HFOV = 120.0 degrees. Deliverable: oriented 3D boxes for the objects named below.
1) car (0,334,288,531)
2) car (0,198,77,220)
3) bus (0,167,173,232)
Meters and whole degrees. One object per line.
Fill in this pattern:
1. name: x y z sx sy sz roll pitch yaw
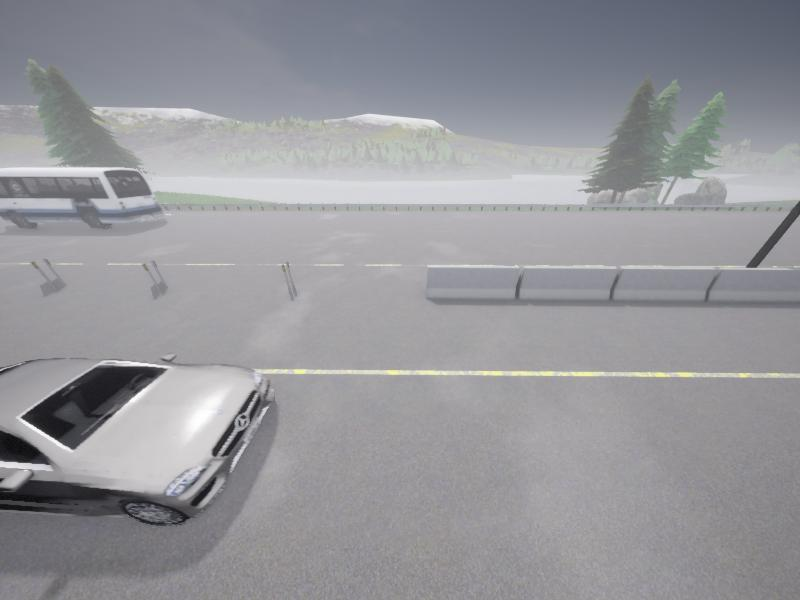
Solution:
1. car: -4.949 1.897 3.697 5.027 1.651 2.152 0 30 1
2. car: -35.250 -8.783 22.147 4.611 1.667 2.242 0 30 1
3. bus: -25.830 -8.051 18.303 10.273 4.253 3.944 0 30 0
